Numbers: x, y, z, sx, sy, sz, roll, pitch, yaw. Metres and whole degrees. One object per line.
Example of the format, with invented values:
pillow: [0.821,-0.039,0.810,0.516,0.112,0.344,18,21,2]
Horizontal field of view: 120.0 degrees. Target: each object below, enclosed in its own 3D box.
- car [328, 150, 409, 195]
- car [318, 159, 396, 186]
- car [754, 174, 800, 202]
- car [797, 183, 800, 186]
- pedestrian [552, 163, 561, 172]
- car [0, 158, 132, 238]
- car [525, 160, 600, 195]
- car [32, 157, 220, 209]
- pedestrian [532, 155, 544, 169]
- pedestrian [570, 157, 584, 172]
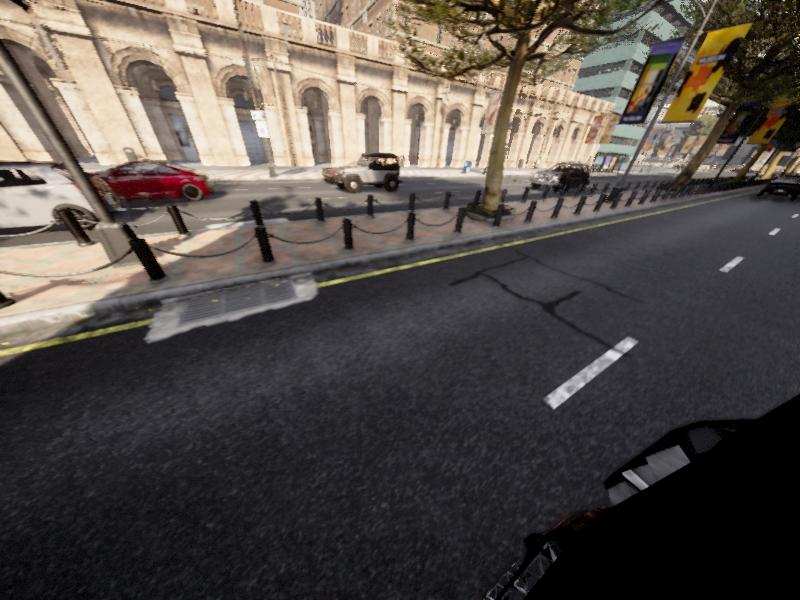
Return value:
car: [-1.715,-7.201,13.000,3.866,1.878,1.905,-16,38,-26]
car: [-2.840,-8.712,15.728,4.718,1.301,1.895,-16,38,-26]
car: [32.119,-9.400,19.150,5.238,1.638,1.930,-16,38,-26]
car: [60.072,-17.259,33.400,3.806,1.475,1.970,-16,38,-26]
pedestrian: [22.040,-18.705,32.607,0.500,1.100,0.500,-8,35,-16]
car: [-9.788,-2.524,5.641,3.633,1.501,1.845,-16,38,-26]
car: [11.440,-8.709,16.302,4.605,1.855,1.932,-16,38,-26]
car: [-9.876,-4.660,9.008,4.181,1.385,1.994,-16,38,-26]
pedestrian: [21.967,-21.919,36.769,0.751,1.860,0.751,-10,36,-19]
pedestrian: [26.422,-20.146,34.432,0.751,1.860,0.751,-12,36,-22]
